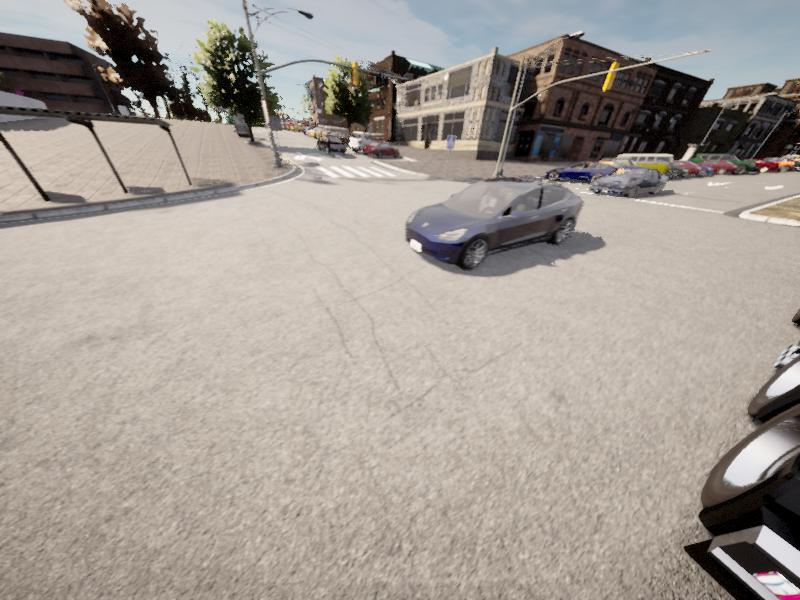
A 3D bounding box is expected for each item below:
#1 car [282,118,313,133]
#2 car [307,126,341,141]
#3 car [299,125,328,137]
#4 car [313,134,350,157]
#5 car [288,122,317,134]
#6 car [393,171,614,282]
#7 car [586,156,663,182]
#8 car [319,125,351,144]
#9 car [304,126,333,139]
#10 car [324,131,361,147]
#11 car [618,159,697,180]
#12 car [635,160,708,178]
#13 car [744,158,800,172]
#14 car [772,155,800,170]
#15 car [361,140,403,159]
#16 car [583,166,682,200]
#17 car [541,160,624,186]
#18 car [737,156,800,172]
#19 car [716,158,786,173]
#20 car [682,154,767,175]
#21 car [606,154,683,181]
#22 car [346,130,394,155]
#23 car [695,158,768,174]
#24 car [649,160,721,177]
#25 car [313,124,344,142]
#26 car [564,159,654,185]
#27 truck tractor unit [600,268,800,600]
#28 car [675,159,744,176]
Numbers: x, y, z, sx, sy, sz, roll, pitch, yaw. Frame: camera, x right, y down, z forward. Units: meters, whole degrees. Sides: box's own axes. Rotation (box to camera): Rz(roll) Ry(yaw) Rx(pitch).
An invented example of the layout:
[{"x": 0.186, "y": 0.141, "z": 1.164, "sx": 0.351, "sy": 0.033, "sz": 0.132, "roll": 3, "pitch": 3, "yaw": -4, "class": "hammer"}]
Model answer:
[{"x": -22.511, "y": -38.554, "z": 51.134, "sx": 2.435, "sy": 2.045, "sz": 5.566, "roll": 29, "pitch": 42, "yaw": 26, "class": "car"}, {"x": -12.858, "y": -28.504, "z": 39.644, "sx": 1.946, "sy": 1.575, "sz": 5.366, "roll": 29, "pitch": 42, "yaw": 27, "class": "car"}, {"x": -16.145, "y": -31.716, "z": 43.489, "sx": 2.002, "sy": 1.452, "sz": 4.674, "roll": 29, "pitch": 42, "yaw": 27, "class": "car"}, {"x": -7.314, "y": -16.458, "z": 24.508, "sx": 2.128, "sy": 1.511, "sz": 4.902, "roll": -17, "pitch": 43, "yaw": -28, "class": "car"}, {"x": -20.800, "y": -36.793, "z": 49.469, "sx": 1.946, "sy": 1.575, "sz": 5.366, "roll": 28, "pitch": 41, "yaw": 27, "class": "car"}, {"x": 2.445, "y": -2.125, "z": 5.697, "sx": 4.792, "sy": 1.488, "sz": 2.163, "roll": -17, "pitch": 39, "yaw": -24, "class": "car"}, {"x": 20.112, "y": -11.911, "z": 20.889, "sx": 4.553, "sy": 1.767, "sz": 2.185, "roll": 27, "pitch": 41, "yaw": 35, "class": "car"}, {"x": -9.862, "y": -25.225, "z": 35.360, "sx": 1.878, "sy": 1.987, "sz": 4.442, "roll": 29, "pitch": 42, "yaw": 27, "class": "car"}, {"x": -14.550, "y": -30.055, "z": 41.521, "sx": 2.002, "sy": 1.452, "sz": 4.674, "roll": 29, "pitch": 42, "yaw": 27, "class": "car"}, {"x": -8.247, "y": -23.432, "z": 33.599, "sx": 2.231, "sy": 1.521, "sz": 4.892, "roll": 29, "pitch": 42, "yaw": 27, "class": "car"}, {"x": 25.564, "y": -13.196, "z": 23.181, "sx": 4.892, "sy": 1.521, "sz": 2.231, "roll": 28, "pitch": 41, "yaw": 36, "class": "car"}, {"x": 28.295, "y": -13.843, "z": 24.291, "sx": 4.674, "sy": 1.452, "sz": 2.002, "roll": 28, "pitch": 42, "yaw": 36, "class": "car"}, {"x": 55.998, "y": -20.239, "z": 34.504, "sx": 2.231, "sy": 1.521, "sz": 4.892, "roll": -26, "pitch": 41, "yaw": -34, "class": "car"}, {"x": 64.488, "y": -22.139, "z": 37.147, "sx": 1.878, "sy": 1.987, "sz": 4.442, "roll": -25, "pitch": 40, "yaw": -34, "class": "car"}, {"x": -1.938, "y": -16.758, "z": 25.742, "sx": 2.002, "sy": 1.452, "sz": 4.674, "roll": 29, "pitch": 42, "yaw": 27, "class": "car"}, {"x": 13.906, "y": -7.102, "z": 13.824, "sx": 5.357, "sy": 1.411, "sz": 2.033, "roll": -15, "pitch": 37, "yaw": -23, "class": "car"}, {"x": 14.689, "y": -10.428, "z": 18.817, "sx": 4.792, "sy": 1.488, "sz": 2.163, "roll": 27, "pitch": 41, "yaw": 35, "class": "car"}, {"x": 53.204, "y": -19.743, "z": 33.463, "sx": 2.185, "sy": 1.767, "sz": 4.553, "roll": -26, "pitch": 41, "yaw": -35, "class": "car"}, {"x": 47.609, "y": -18.428, "z": 31.579, "sx": 2.097, "sy": 1.535, "sz": 5.008, "roll": -27, "pitch": 41, "yaw": -35, "class": "car"}, {"x": 39.313, "y": -16.738, "z": 28.385, "sx": 2.435, "sy": 2.045, "sz": 5.566, "roll": -27, "pitch": 42, "yaw": -36, "class": "car"}, {"x": 22.932, "y": -12.645, "z": 21.876, "sx": 4.442, "sy": 1.987, "sz": 1.878, "roll": 28, "pitch": 41, "yaw": 36, "class": "car"}, {"x": -3.476, "y": -18.663, "z": 27.556, "sx": 2.435, "sy": 2.045, "sz": 5.566, "roll": 29, "pitch": 42, "yaw": 27, "class": "car"}, {"x": 42.054, "y": -17.180, "z": 29.570, "sx": 2.097, "sy": 1.535, "sz": 5.008, "roll": -27, "pitch": 42, "yaw": -36, "class": "car"}, {"x": 31.032, "y": -14.525, "z": 25.383, "sx": 4.674, "sy": 1.452, "sz": 2.002, "roll": 28, "pitch": 42, "yaw": 36, "class": "car"}, {"x": -11.443, "y": -26.890, "z": 37.335, "sx": 1.878, "sy": 1.987, "sz": 4.442, "roll": 29, "pitch": 42, "yaw": 27, "class": "car"}, {"x": 17.564, "y": -11.013, "z": 19.690, "sx": 5.366, "sy": 1.575, "sz": 1.946, "roll": 27, "pitch": 41, "yaw": 35, "class": "car"}, {"x": 5.124, "y": -0.285, "z": 0.768, "sx": 6.516, "sy": 4.208, "sz": 3.053, "roll": -18, "pitch": 39, "yaw": -24, "class": "truck tractor unit"}, {"x": 36.526, "y": -15.849, "z": 27.507, "sx": 2.002, "sy": 1.452, "sz": 4.674, "roll": -28, "pitch": 42, "yaw": -36, "class": "car"}]
